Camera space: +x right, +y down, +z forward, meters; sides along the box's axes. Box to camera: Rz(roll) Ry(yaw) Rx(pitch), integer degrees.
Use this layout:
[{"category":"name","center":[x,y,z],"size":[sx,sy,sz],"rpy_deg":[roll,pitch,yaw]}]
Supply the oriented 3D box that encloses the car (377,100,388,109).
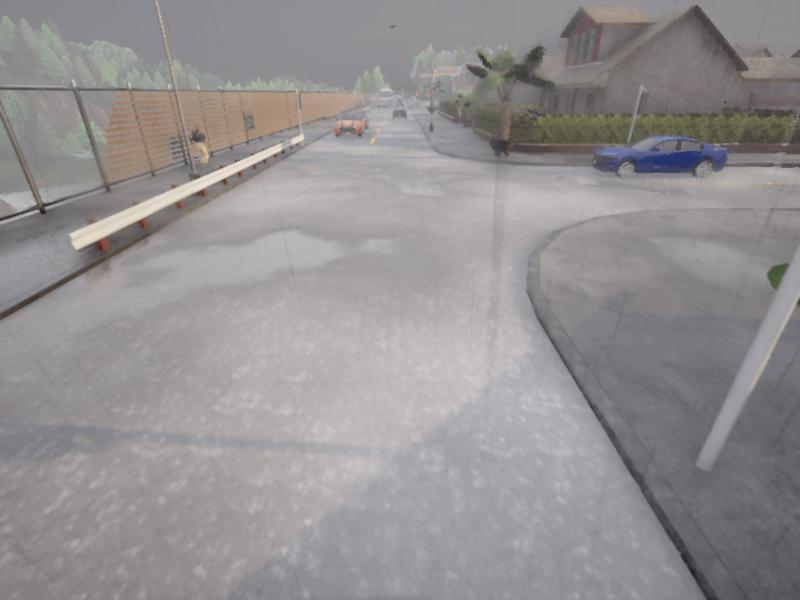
[{"category":"car","center":[-4.042,-44.346,90.784],"size":[2.152,1.651,5.027],"rpy_deg":[1,27,1]}]

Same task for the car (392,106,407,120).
[{"category":"car","center":[-0.041,-24.987,53.342],"size":[1.882,1.535,5.008],"rpy_deg":[0,27,0]}]

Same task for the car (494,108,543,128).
[{"category":"car","center":[10.528,-16.257,35.734],"size":[3.633,1.501,1.845],"rpy_deg":[-1,27,-2]}]

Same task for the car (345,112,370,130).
[{"category":"car","center":[-4.037,-17.417,38.862],"size":[1.994,1.385,4.181],"rpy_deg":[0,27,0]}]

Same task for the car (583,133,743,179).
[{"category":"car","center":[10.576,-5.957,16.434],"size":[5.008,1.535,1.882],"rpy_deg":[0,27,0]}]

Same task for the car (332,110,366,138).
[{"category":"car","center":[-3.997,-14.243,32.245],"size":[2.097,1.767,4.553],"rpy_deg":[0,27,0]}]

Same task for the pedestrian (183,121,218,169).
[{"category":"pedestrian","center":[-8.516,-6.622,17.131],"size":[0.751,1.860,0.751],"rpy_deg":[0,27,1]}]

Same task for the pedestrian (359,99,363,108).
[{"category":"pedestrian","center":[-9.107,-46.042,93.541],"size":[0.751,1.860,0.751],"rpy_deg":[0,27,0]}]

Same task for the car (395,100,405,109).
[{"category":"car","center":[-0.059,-45.433,92.829],"size":[2.242,1.667,4.611],"rpy_deg":[0,27,0]}]

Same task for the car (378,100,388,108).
[{"category":"car","center":[-4.061,-47.506,96.903],"size":[2.033,1.649,4.856],"rpy_deg":[0,27,0]}]
